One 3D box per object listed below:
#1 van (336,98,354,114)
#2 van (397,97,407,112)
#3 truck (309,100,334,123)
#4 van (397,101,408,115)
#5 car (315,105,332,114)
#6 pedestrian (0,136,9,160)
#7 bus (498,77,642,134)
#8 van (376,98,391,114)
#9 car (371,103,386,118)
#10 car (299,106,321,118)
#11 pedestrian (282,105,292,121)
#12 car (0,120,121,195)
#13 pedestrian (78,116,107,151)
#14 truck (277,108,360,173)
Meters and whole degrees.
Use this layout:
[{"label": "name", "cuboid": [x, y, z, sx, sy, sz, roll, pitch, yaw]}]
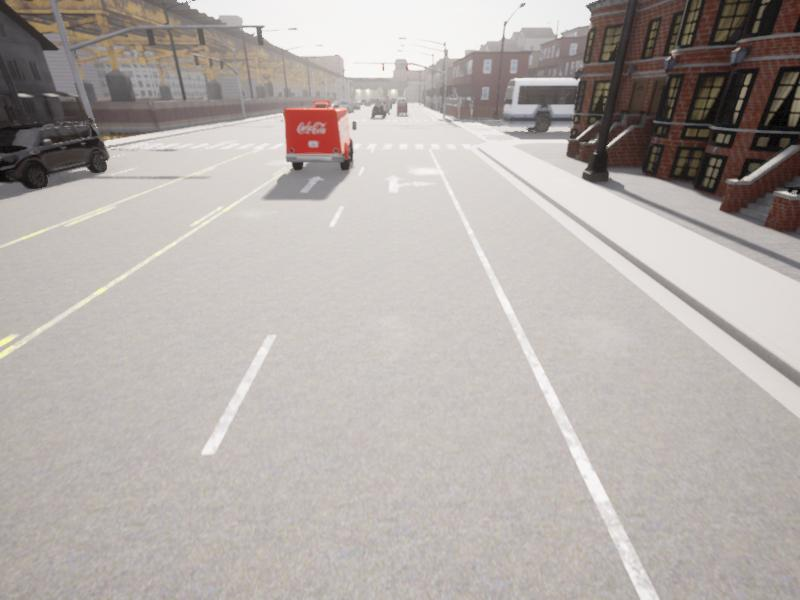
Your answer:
[{"label": "van", "cuboid": [-10.007, -35.763, 73.634, 2.351, 2.431, 6.366, 0, 27, 1]}, {"label": "van", "cuboid": [0.456, -38.935, 79.678, 1.988, 2.561, 5.915, 0, 27, 1]}, {"label": "truck", "cuboid": [-9.665, -23.552, 49.826, 2.627, 2.467, 5.204, -3, 27, -6]}, {"label": "van", "cuboid": [0.404, -32.498, 67.745, 1.775, 1.987, 4.442, 0, 27, 1]}, {"label": "car", "cuboid": [-13.545, -34.006, 71.348, 2.033, 1.411, 5.357, 0, 27, 0]}, {"label": "pedestrian", "cuboid": [-20.189, -7.856, 19.530, 0.751, 1.860, 0.751, -2, 27, -4]}, {"label": "bus", "cuboid": [14.418, -17.025, 35.110, 10.273, 4.253, 3.944, 0, 27, 0]}, {"label": "van", "cuboid": [-3.017, -35.934, 73.956, 2.351, 2.431, 6.366, 0, 27, 0]}, {"label": "car", "cuboid": [-3.134, -28.049, 59.208, 1.932, 1.855, 4.605, 0, 28, 1]}, {"label": "car", "cuboid": [-13.625, -28.554, 60.730, 2.033, 1.411, 5.357, 0, 27, 0]}, {"label": "pedestrian", "cuboid": [-14.779, -24.523, 52.318, 0.751, 1.860, 0.751, 12, 30, 22]}, {"label": "car", "cuboid": [-13.971, -5.720, 15.547, 2.150, 2.045, 5.566, 0, 27, 0]}, {"label": "pedestrian", "cuboid": [-18.415, -9.976, 23.991, 0.751, 1.860, 0.751, -10, 29, -18]}, {"label": "truck", "cuboid": [-3.493, -7.541, 18.557, 2.627, 2.467, 5.204, 0, 25, 1]}]
